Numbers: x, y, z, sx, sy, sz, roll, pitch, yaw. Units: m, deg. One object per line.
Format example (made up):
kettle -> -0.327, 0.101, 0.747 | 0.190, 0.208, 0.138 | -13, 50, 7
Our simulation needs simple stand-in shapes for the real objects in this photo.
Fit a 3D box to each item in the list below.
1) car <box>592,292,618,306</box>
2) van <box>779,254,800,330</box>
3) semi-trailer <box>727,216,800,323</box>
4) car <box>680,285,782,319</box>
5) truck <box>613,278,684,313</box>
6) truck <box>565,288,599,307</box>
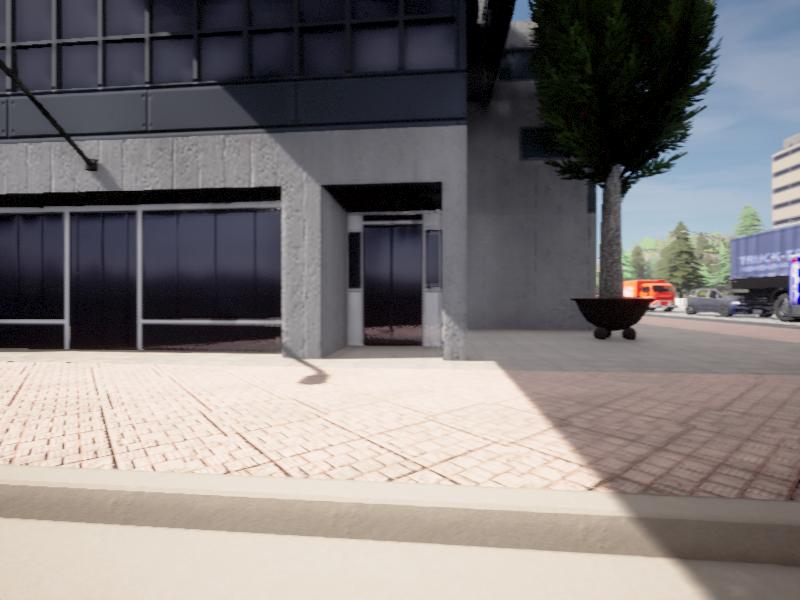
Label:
car -> 28.596, -0.076, 55.878 | 1.905, 1.878, 3.866 | 0, 0, 6
van -> 13.659, -0.247, 10.212 | 2.351, 2.431, 6.366 | 0, 0, 5
semi-trailer -> 17.491, -1.248, 13.282 | 2.717, 4.402, 14.254 | 0, 0, 5
car -> 18.341, 0.109, 22.525 | 2.242, 1.667, 4.611 | 0, 0, 6
truck -> 19.195, -0.313, 31.267 | 2.627, 2.467, 5.204 | 0, 0, 5
truck -> 25.027, -0.364, 55.292 | 2.627, 2.467, 5.204 | 0, 0, 5
